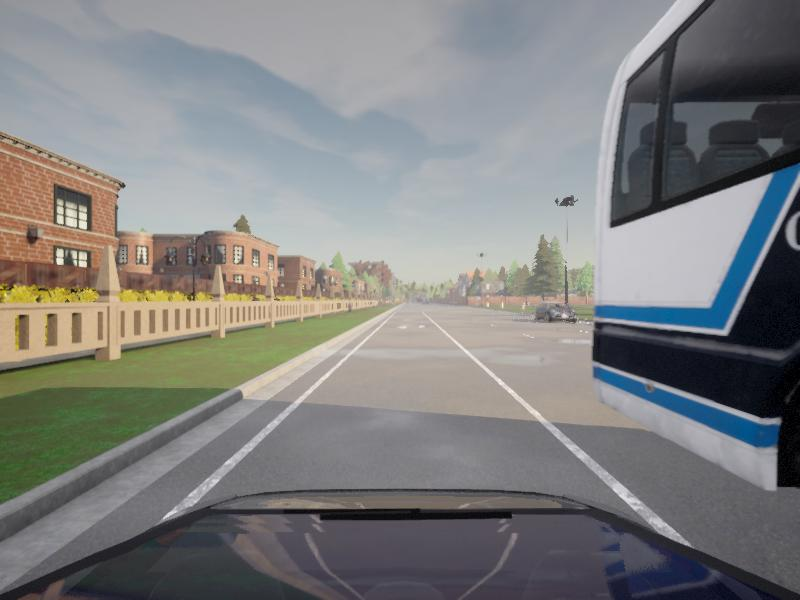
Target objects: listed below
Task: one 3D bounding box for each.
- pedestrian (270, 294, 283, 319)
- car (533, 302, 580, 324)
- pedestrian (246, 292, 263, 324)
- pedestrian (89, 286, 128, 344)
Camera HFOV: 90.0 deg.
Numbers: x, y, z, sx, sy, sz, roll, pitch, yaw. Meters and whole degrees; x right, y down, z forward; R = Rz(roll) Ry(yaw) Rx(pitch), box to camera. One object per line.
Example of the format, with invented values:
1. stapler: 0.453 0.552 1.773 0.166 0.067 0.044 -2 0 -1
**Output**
1. pedestrian: -9.105 0.486 29.457 0.751 1.860 0.751 0 0 0
2. car: 11.171 0.855 28.898 1.970 1.475 3.806 0 0 1
3. pedestrian: -8.648 0.486 23.816 0.751 1.860 0.751 0 0 1
4. pedestrian: -9.563 0.485 13.141 0.751 1.860 0.751 0 0 1
